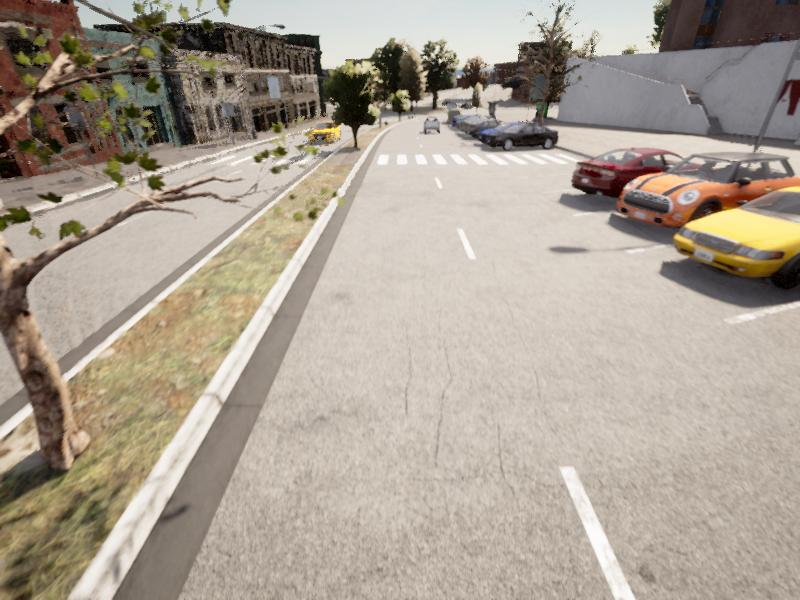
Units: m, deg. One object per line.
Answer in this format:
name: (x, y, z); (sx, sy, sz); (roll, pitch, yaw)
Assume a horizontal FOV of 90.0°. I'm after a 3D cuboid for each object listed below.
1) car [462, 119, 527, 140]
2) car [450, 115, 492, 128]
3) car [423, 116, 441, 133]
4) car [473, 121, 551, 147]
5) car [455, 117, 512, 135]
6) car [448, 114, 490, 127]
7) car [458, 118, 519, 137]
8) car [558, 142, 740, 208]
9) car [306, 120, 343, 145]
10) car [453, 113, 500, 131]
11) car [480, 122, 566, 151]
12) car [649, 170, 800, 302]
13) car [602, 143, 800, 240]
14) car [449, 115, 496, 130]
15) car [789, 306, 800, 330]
car: (8.105, -14.738, 34.414); (4.892, 1.521, 2.231); (-8, 27, -17)
car: (8.852, -22.442, 50.355); (4.674, 1.452, 2.002); (-6, 27, -14)
car: (3.369, -18.742, 42.671); (1.845, 1.501, 3.633); (1, 26, 2)
car: (8.078, -12.142, 29.101); (5.008, 1.535, 2.097); (-8, 28, -18)
car: (8.242, -17.328, 39.730); (4.892, 1.521, 2.231); (-7, 27, -16)
car: (9.062, -23.763, 52.993); (4.892, 1.521, 2.231); (-6, 26, -14)
car: (8.160, -16.035, 37.074); (4.892, 1.521, 2.231); (-8, 27, -17)
car: (8.064, -4.209, 13.128); (5.008, 1.535, 2.097); (-9, 28, -18)
car: (-5.825, -13.251, 31.436); (1.882, 1.535, 5.008); (0, 26, 1)
car: (8.527, -20.023, 44.987); (4.553, 1.767, 2.185); (-7, 27, -15)
car: (8.074, -10.837, 26.442); (5.008, 1.535, 2.097); (-9, 28, -18)
car: (7.900, -1.492, 7.753); (5.366, 1.575, 1.946); (-9, 29, -18)
car: (8.104, -2.982, 10.423); (4.553, 1.767, 2.185); (-9, 28, -18)
car: (8.653, -21.195, 47.688); (5.008, 1.535, 2.097); (-6, 27, -15)
car: (8.103, -0.281, 5.119); (4.553, 1.767, 2.185); (-9, 29, -18)
